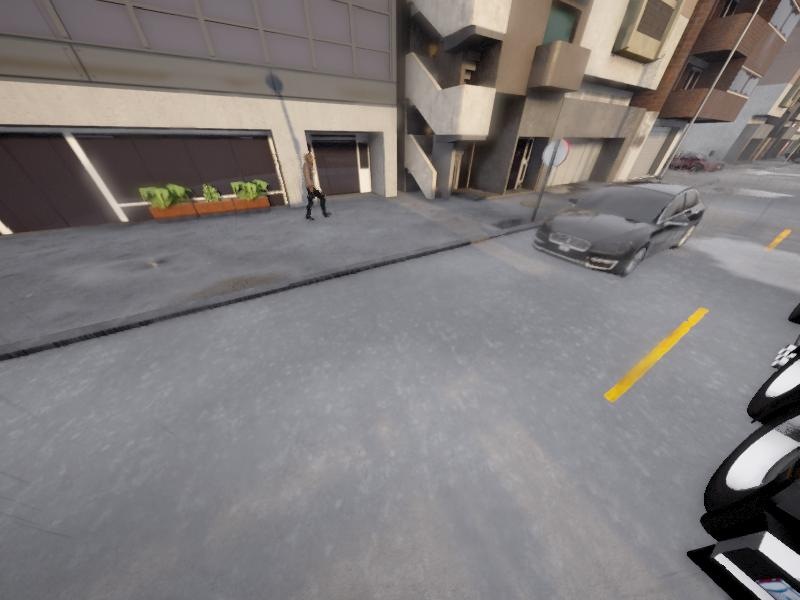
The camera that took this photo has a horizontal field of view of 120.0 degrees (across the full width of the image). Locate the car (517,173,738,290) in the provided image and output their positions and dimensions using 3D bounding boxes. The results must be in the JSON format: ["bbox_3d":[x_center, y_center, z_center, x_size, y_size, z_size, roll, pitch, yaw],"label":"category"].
[{"bbox_3d":[5.412,-1.944,5.519,4.892,1.490,1.837,-18,39,-24],"label":"car"}]

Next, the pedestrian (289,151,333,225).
[{"bbox_3d":[-2.639,-3.352,6.937,0.751,1.860,0.751,-17,38,-23],"label":"pedestrian"}]

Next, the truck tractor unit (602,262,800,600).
[{"bbox_3d":[5.106,-0.306,0.786,6.516,4.208,3.053,-18,39,-24],"label":"truck tractor unit"}]

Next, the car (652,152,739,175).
[{"bbox_3d":[25.605,-12.063,20.308,1.994,1.385,4.181,-6,35,-10],"label":"car"}]
